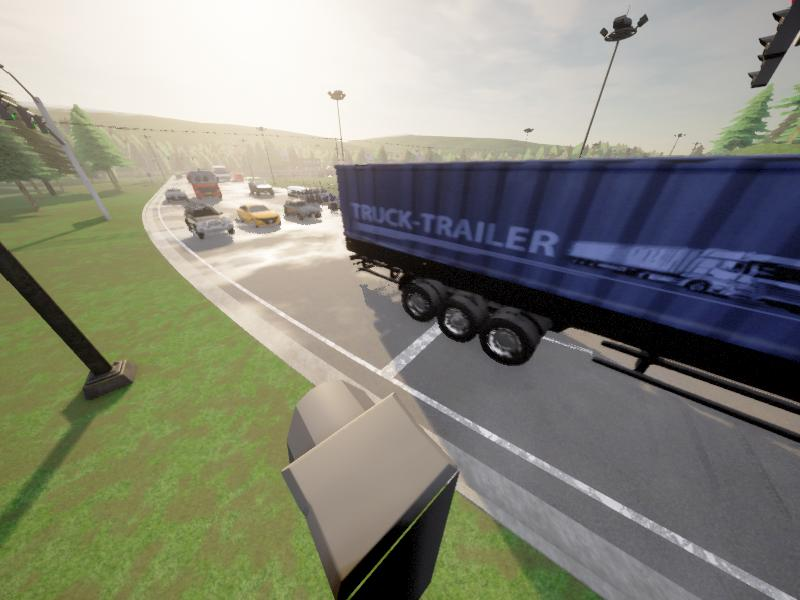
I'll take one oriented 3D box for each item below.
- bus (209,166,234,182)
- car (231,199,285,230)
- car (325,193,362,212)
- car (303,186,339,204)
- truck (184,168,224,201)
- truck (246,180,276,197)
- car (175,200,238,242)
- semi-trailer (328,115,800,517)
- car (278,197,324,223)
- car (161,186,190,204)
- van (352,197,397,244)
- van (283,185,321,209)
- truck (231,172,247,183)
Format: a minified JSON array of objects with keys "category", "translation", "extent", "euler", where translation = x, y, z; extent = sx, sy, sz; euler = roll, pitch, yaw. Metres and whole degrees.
[{"category":"bus","translation":[-54.840,-38.777,70.909],"extent":[3.944,4.253,10.273],"euler":[-22,37,-33]},{"category":"car","translation":[-11.403,-6.915,18.445],"extent":[5.008,1.535,1.882],"euler":[25,38,36]},{"category":"car","translation":[-6.010,-10.619,25.030],"extent":[1.994,1.385,4.181],"euler":[8,31,14]},{"category":"car","translation":[-10.329,-13.725,30.098],"extent":[2.242,1.667,4.611],"euler":[-26,39,-37]},{"category":"truck","translation":[-28.388,-16.866,33.395],"extent":[2.891,3.827,8.468],"euler":[-22,37,-33]},{"category":"truck","translation":[-22.458,-18.024,37.125],"extent":[2.390,2.098,6.274],"euler":[-23,37,-34]},{"category":"car","translation":[-13.022,-5.424,15.524],"extent":[4.605,1.855,1.932],"euler":[24,38,36]},{"category":"semi-trailer","translation":[4.173,-0.459,4.365],"extent":[14.254,4.402,2.717],"euler":[24,38,35]},{"category":"car","translation":[-8.818,-8.079,20.525],"extent":[4.193,1.474,1.816],"euler":[25,38,36]},{"category":"car","translation":[-29.716,-13.989,30.613],"extent":[2.152,1.651,5.027],"euler":[-23,37,-34]},{"category":"van","translation":[-1.794,-5.452,15.410],"extent":[2.069,2.038,4.480],"euler":[-9,31,-13]},{"category":"van","translation":[-11.341,-11.929,26.628],"extent":[4.480,2.038,2.069],"euler":[26,39,38]},{"category":"truck","translation":[-48.122,-36.584,68.874],"extent":[2.627,2.467,5.204],"euler":[-22,38,-33]}]
